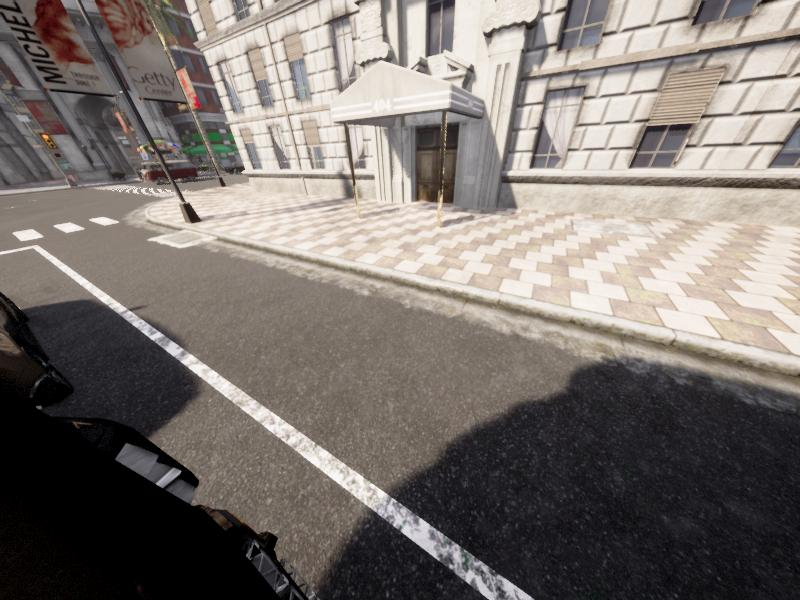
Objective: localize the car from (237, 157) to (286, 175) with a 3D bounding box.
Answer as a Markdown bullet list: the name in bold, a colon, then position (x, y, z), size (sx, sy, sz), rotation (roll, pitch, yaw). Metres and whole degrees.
- **car**: position (-18.444, -18.074, 31.100), size (1.930, 1.638, 5.238), rotation (16, 38, 26)

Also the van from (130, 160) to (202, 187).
- **van**: position (-23.652, -13.053, 23.632), size (1.775, 1.987, 4.442), rotation (16, 38, 26)

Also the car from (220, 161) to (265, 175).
- **car**: position (-21.803, -18.459, 32.252), size (1.895, 1.301, 4.718), rotation (16, 38, 27)

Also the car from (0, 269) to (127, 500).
- **car**: position (-5.464, 0.513, 2.229), size (4.902, 1.511, 2.128), rotation (15, 38, 25)
